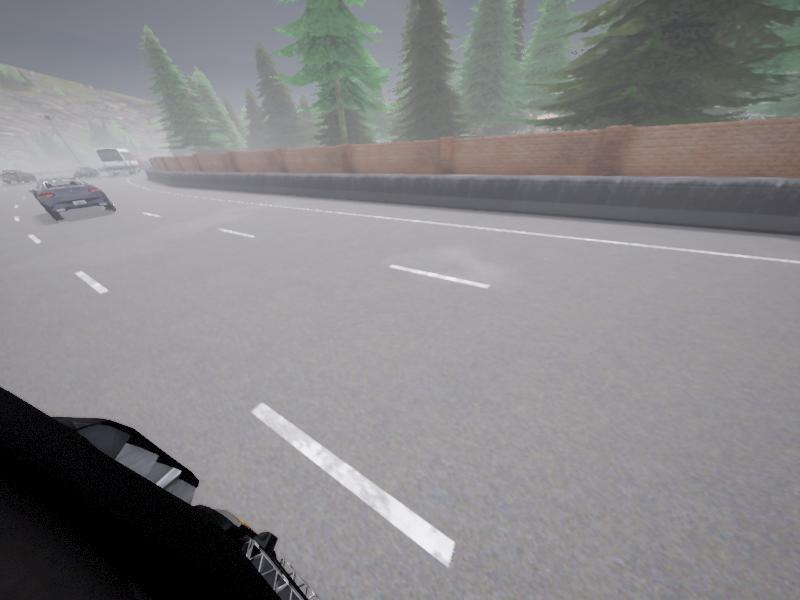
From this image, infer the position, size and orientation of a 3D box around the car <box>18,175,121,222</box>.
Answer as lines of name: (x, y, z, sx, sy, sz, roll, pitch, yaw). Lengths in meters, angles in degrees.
car: (-17.266, -5.453, 12.064, 5.027, 1.651, 2.152, 18, 39, 29)

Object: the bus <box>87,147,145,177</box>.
bus: (-54.045, -26.666, 44.560, 3.944, 4.253, 10.273, -23, 39, -28)

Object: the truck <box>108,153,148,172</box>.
truck: (-67.577, -34.398, 57.674, 2.891, 3.827, 8.468, -18, 36, -21)

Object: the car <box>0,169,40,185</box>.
car: (-57.257, -18.519, 34.656, 1.932, 1.855, 4.605, -26, 40, -31)

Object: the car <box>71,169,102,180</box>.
car: (-52.344, -21.066, 38.654, 1.895, 1.301, 4.718, -25, 39, -30)

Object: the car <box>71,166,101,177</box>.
car: (-63.486, -26.124, 46.837, 2.033, 1.649, 4.856, -22, 38, -26)
